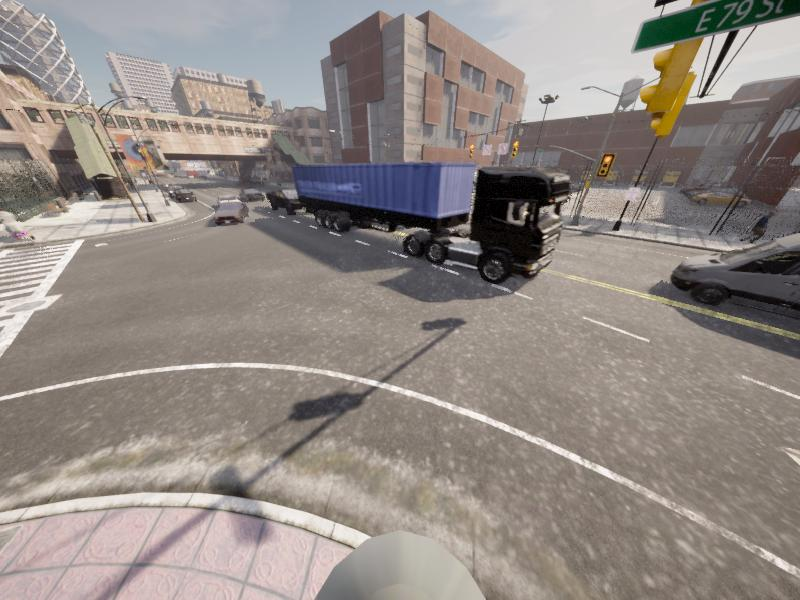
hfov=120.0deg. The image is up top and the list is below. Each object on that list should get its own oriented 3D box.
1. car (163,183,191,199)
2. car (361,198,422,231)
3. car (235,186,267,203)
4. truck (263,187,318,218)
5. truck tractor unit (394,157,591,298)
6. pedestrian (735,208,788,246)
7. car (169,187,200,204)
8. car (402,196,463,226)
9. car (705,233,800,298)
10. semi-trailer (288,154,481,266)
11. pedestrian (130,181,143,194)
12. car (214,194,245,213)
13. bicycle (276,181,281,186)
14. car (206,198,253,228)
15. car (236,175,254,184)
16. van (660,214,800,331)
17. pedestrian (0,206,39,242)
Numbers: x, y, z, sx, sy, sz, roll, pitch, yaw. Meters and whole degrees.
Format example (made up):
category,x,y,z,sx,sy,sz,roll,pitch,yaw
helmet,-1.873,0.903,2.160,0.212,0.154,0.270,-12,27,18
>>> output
category,x,y,z,sx,sy,sz,roll,pitch,yaw
car,-33.366,-16.355,34.546,2.185,1.767,4.553,-27,39,-38
car,-0.752,-6.928,18.334,2.242,1.667,4.611,-26,39,-37
car,-19.867,-14.112,30.807,1.930,1.638,5.238,-26,39,-37
truck,-10.912,-9.777,22.841,2.390,2.098,6.274,-26,39,-37
truck tractor unit,3.132,-3.586,9.995,3.053,4.208,6.516,-26,39,-37
pedestrian,19.962,-4.052,12.811,0.751,1.860,0.751,25,39,37
car,-28.751,-14.010,30.735,2.097,1.535,5.008,-27,39,-38
car,2.572,-7.713,19.737,2.033,1.649,4.856,-26,39,-37
car,14.903,-1.032,8.267,2.007,1.525,4.514,-22,37,-33
semi-trailer,-2.426,-6.490,14.827,2.717,4.402,14.254,-26,39,-37
pedestrian,-42.254,-18.073,37.095,0.751,1.860,0.751,-26,39,-37
car,-18.523,-10.583,25.039,1.895,1.301,4.718,-23,37,-34
bicycle,-27.647,-26.484,52.524,1.643,1.024,0.373,27,29,38
car,-14.273,-7.544,19.679,2.033,1.411,5.357,-12,32,-19
car,-42.132,-32.797,62.773,2.435,2.045,5.566,-27,39,-38
van,12.101,-0.498,6.328,1.988,2.561,5.915,-22,36,-33
pedestrian,-22.448,-4.351,13.329,0.751,1.860,0.751,1,30,1
